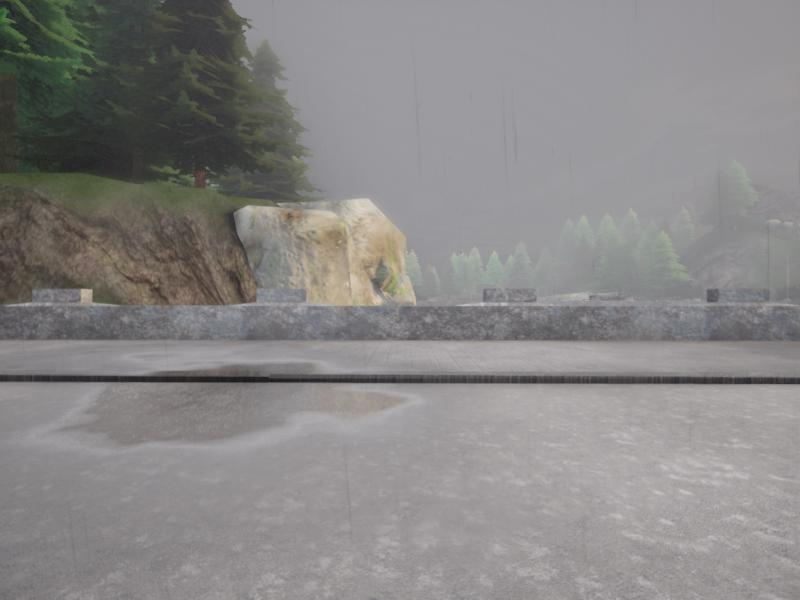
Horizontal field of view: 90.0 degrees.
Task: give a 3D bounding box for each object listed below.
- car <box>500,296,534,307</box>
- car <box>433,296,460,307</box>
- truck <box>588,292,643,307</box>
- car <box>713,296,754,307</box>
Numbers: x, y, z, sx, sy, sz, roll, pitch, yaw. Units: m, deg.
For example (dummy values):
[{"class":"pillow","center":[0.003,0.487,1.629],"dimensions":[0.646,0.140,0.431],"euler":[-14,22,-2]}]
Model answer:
[{"class":"car","center":[16.359,0.253,55.962],"dimensions":[4.193,1.474,1.816],"euler":[0,0,1]},{"class":"car","center":[6.454,0.226,56.119],"dimensions":[3.633,1.501,1.845],"euler":[0,0,1]},{"class":"truck","center":[29.967,-0.060,55.738],"dimensions":[6.274,2.098,2.390],"euler":[0,0,1]},{"class":"car","center":[46.170,0.246,55.477],"dimensions":[4.193,1.474,1.816],"euler":[0,0,1]}]
